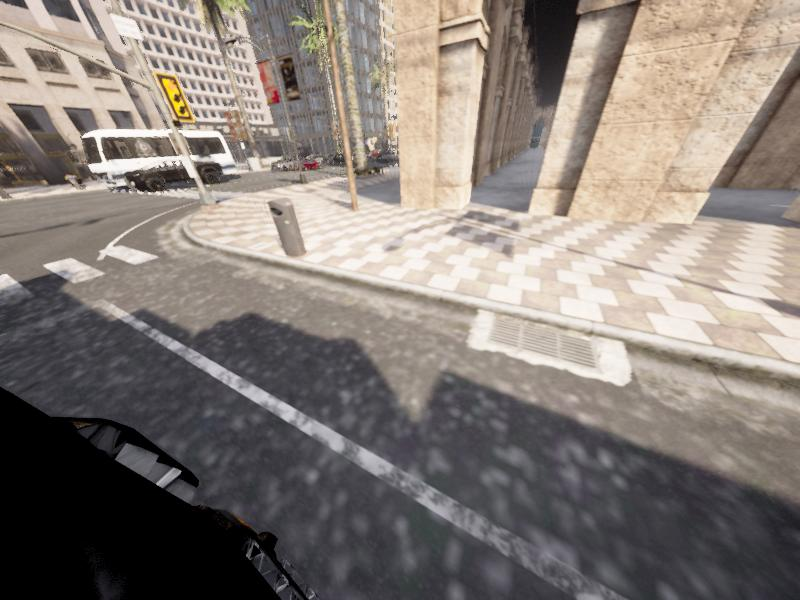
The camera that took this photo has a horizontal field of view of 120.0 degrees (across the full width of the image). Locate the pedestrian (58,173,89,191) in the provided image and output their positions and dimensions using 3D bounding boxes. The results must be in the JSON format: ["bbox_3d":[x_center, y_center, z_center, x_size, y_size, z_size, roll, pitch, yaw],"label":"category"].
[{"bbox_3d":[-28.401,-10.294,20.121,0.751,1.300,0.751,-2,34,2],"label":"pedestrian"}]

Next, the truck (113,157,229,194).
[{"bbox_3d":[-18.659,-10.611,19.420,2.390,2.098,6.274,14,37,24],"label":"truck"}]

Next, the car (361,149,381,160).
[{"bbox_3d":[-6.358,-32.393,51.341,2.185,1.767,4.553,13,37,23],"label":"car"}]

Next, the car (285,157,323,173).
[{"bbox_3d":[-12.282,-17.466,29.835,1.994,1.385,4.181,14,37,24],"label":"car"}]

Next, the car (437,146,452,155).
[{"bbox_3d":[10.282,-34.556,53.442,1.801,1.575,5.366,13,37,23],"label":"car"}]

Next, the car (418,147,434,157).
[{"bbox_3d":[6.009,-33.963,52.944,2.038,1.542,4.974,14,37,23],"label":"car"}]

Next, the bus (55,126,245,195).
[{"bbox_3d":[-21.129,-12.879,21.072,3.944,4.253,10.273,14,37,24],"label":"bus"}]

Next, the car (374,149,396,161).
[{"bbox_3d":[-2.819,-28.259,44.974,2.242,1.667,4.611,14,37,23],"label":"car"}]

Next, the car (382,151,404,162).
[{"bbox_3d":[-1.163,-25.646,41.266,1.895,1.301,4.718,14,37,23],"label":"car"}]

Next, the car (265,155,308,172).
[{"bbox_3d":[-15.250,-18.538,31.404,2.242,1.667,4.611,14,37,24],"label":"car"}]

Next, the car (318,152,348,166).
[{"bbox_3d":[-10.940,-23.431,38.279,2.097,1.767,4.553,14,37,24],"label":"car"}]

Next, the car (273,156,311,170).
[{"bbox_3d":[-16.395,-21.052,35.435,2.163,1.488,4.792,13,37,23],"label":"car"}]

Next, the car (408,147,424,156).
[{"bbox_3d":[3.960,-36.007,56.075,2.033,1.649,4.856,13,37,23],"label":"car"}]

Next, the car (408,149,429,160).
[{"bbox_3d":[3.448,-26.674,42.246,2.128,1.511,4.902,14,37,23],"label":"car"}]

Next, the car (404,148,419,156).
[{"bbox_3d":[3.104,-39.341,61.229,2.038,1.542,4.974,13,37,23],"label":"car"}]
